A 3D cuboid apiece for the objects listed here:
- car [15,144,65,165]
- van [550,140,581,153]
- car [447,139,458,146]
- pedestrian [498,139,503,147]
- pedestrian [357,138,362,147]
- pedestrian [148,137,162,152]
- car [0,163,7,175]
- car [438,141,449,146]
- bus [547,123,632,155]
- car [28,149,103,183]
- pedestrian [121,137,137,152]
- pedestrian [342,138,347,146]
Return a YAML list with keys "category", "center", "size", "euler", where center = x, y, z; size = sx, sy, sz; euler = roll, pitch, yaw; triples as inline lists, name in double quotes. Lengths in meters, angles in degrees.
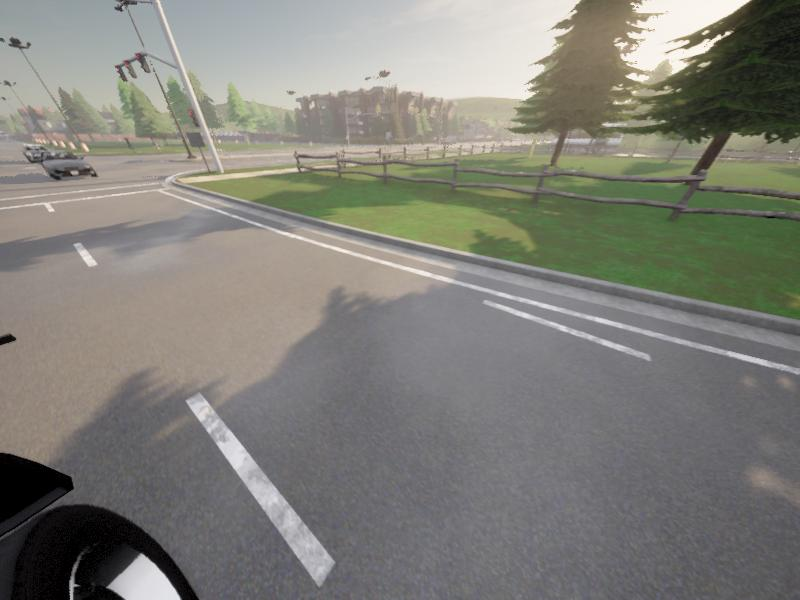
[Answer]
- category: "car"
  center: [-34.386, -13.943, 22.074]
  size: [3.806, 1.475, 1.970]
  euler: [22, 41, 28]
- category: "van"
  center: [32.214, -30.074, 45.117]
  size: [4.442, 1.987, 1.775]
  euler: [22, 41, 28]
- category: "car"
  center: [17.530, -52.877, 77.409]
  size: [1.905, 1.878, 3.866]
  euler: [22, 41, 28]
- category: "pedestrian"
  center: [26.999, -42.288, 62.167]
  size: [0.751, 1.860, 0.751]
  euler: [18, 39, 23]
- category: "pedestrian"
  center: [-11.221, -43.431, 63.718]
  size: [0.751, 1.860, 0.751]
  euler: [21, 40, 27]
- category: "pedestrian"
  center: [-37.991, -24.131, 35.846]
  size: [0.751, 1.860, 0.751]
  euler: [25, 42, 31]
- category: "car"
  center: [-29.565, -9.530, 15.832]
  size: [4.902, 1.511, 2.128]
  euler: [22, 41, 28]
- category: "car"
  center: [14.983, -54.082, 79.582]
  size: [1.895, 1.301, 4.718]
  euler: [22, 41, 28]
- category: "bus"
  center: [32.663, -28.265, 40.591]
  size: [10.273, 4.253, 3.944]
  euler: [22, 41, 28]
- category: "car"
  center: [-20.707, -8.365, 14.295]
  size: [4.193, 1.474, 1.816]
  euler: [22, 41, 28]
- category: "pedestrian"
  center: [-40.178, -23.037, 34.275]
  size: [0.751, 1.860, 0.751]
  euler: [27, 43, 33]
- category: "pedestrian"
  center: [-14.340, -41.079, 60.091]
  size: [0.751, 1.860, 0.751]
  euler: [25, 42, 30]
